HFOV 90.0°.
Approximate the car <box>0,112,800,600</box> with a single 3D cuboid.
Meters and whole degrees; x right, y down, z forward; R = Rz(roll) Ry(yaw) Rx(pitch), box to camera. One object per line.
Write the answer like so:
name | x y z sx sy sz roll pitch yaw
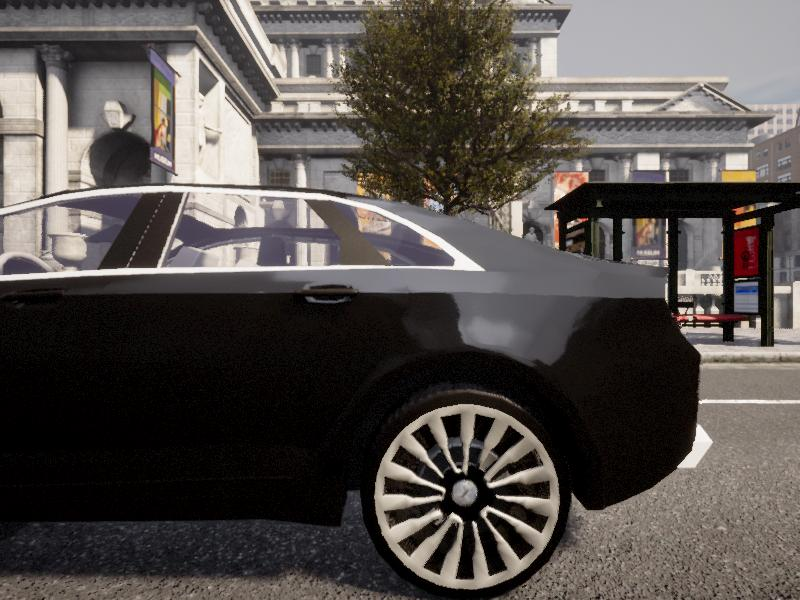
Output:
car | -1.170 0.235 2.211 4.902 1.511 2.128 0 0 1
